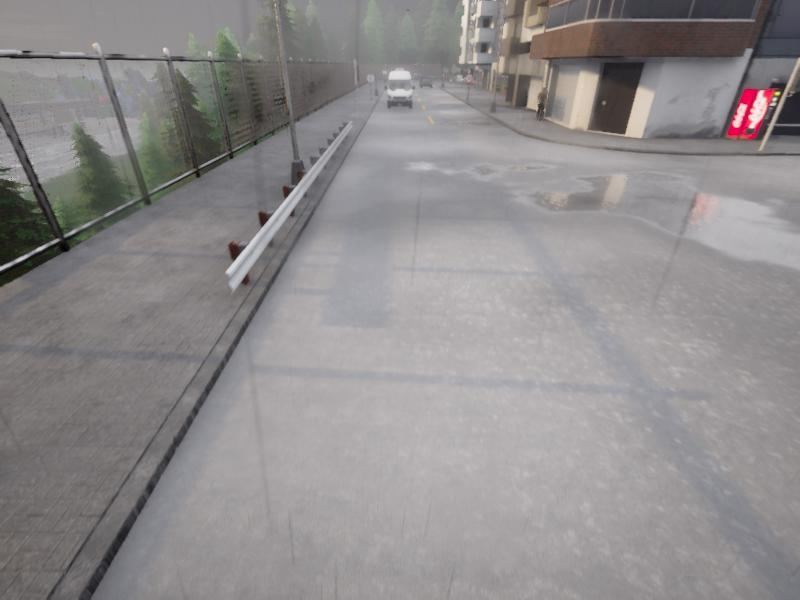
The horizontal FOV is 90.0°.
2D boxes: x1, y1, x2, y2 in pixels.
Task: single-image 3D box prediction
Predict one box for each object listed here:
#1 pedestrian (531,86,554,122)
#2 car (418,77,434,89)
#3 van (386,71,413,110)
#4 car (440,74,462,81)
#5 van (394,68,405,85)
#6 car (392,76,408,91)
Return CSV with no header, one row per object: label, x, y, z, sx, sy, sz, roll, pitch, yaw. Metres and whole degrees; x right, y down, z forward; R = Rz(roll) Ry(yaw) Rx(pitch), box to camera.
pedestrian,8.266,-11.413,23.285,0.751,1.860,0.751,0,30,0
car,3.989,-33.555,61.710,2.033,1.411,5.357,0,30,0
van,-0.011,-17.337,32.970,1.988,2.561,5.915,0,30,0
car,11.129,-48.623,87.388,4.181,1.385,1.994,-6,31,-11
van,-0.069,-40.876,73.042,1.988,2.561,5.915,0,30,0
car,-0.011,-29.767,55.035,2.152,1.651,5.027,0,30,0
